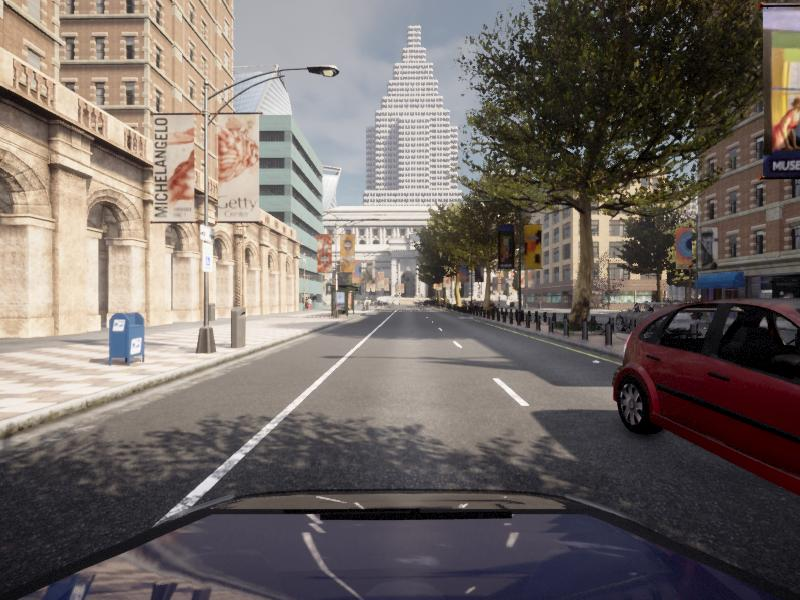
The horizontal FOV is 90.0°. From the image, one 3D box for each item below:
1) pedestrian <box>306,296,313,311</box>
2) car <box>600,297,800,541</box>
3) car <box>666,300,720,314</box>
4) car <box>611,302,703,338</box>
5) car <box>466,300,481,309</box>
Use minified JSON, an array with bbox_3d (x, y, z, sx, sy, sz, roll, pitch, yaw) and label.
[{"bbox_3d":[-11.512,0.485,50.992,0.751,1.860,0.751,0,0,0],"label":"pedestrian"},{"bbox_3d":[3.587,0.788,3.390,1.851,1.617,3.988,0,0,1],"label":"car"},{"bbox_3d":[34.731,0.826,47.556,4.974,1.542,2.038,0,0,-1],"label":"car"},{"bbox_3d":[11.897,0.853,18.869,1.970,1.475,3.806,0,0,1],"label":"car"},{"bbox_3d":[12.915,0.823,70.753,1.882,1.535,5.008,0,0,1],"label":"car"}]
